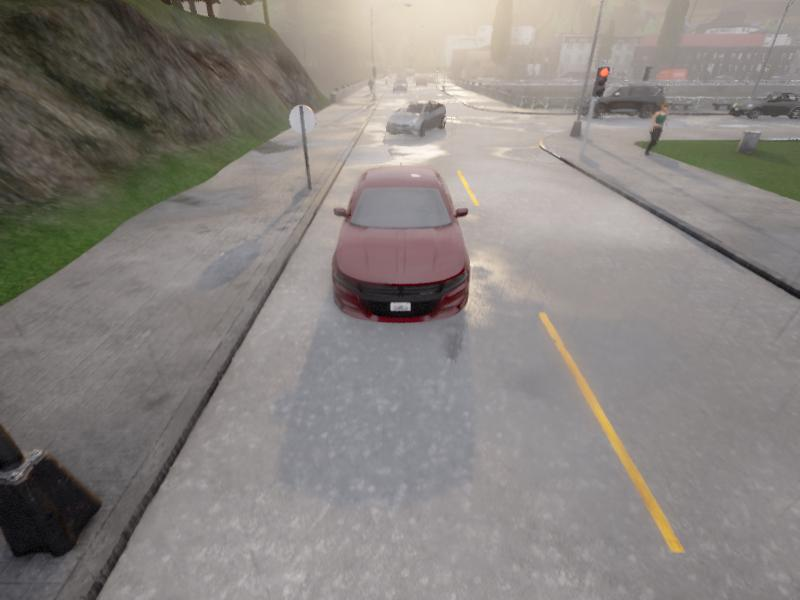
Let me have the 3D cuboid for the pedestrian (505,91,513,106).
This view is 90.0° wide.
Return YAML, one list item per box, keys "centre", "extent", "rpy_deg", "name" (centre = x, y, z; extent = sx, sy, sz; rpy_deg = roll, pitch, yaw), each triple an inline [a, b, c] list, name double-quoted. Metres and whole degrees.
- centre: [9.376, -17.353, 34.420]
  extent: [0.500, 1.100, 0.500]
  rpy_deg: [0, 30, 0]
  name: "pedestrian"

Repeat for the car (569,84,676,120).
- centre: [14.757, -13.314, 26.832]
  extent: [5.566, 2.045, 2.150]
  rpy_deg: [0, 30, 0]
  name: "car"

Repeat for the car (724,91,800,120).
- centre: [24.785, -13.116, 26.931]
  extent: [3.988, 1.617, 1.851]
  rpy_deg: [0, 30, 0]
  name: "car"

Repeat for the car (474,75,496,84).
- centre: [17.788, -46.194, 83.631]
  extent: [3.988, 1.617, 1.851]
  rpy_deg: [0, 30, 0]
  name: "car"

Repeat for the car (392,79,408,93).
- centre: [0.007, -29.130, 54.460]
  extent: [2.038, 1.542, 4.974]
  rpy_deg: [0, 30, 0]
  name: "car"

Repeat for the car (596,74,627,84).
- centre: [44.204, -46.212, 83.636]
  extent: [5.238, 1.638, 1.930]
  rpy_deg: [0, 30, 0]
  name: "car"

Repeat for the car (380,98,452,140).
- centre: [0.944, -9.579, 20.940]
  extent: [2.007, 1.525, 4.514]
  rpy_deg: [13, 33, 22]
  name: "car"

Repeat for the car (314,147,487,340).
- centre: [0.018, -1.403, 6.912]
  extent: [1.882, 1.535, 5.008]
  rpy_deg: [0, 30, 0]
  name: "car"

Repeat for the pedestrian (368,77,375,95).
- centre: [-3.432, -25.512, 47.664]
  extent: [0.751, 1.860, 0.751]
  rpy_deg: [-3, 30, -5]
  name: "pedestrian"

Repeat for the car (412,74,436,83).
- centre: [5.070, -47.728, 86.236]
  extent: [2.152, 1.651, 5.027]
  rpy_deg: [-27, 40, -37]
  name: "car"

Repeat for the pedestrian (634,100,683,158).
- centre: [9.384, -6.214, 14.590]
  extent: [0.751, 1.860, 0.751]
  rpy_deg: [0, 30, 0]
  name: "pedestrian"
